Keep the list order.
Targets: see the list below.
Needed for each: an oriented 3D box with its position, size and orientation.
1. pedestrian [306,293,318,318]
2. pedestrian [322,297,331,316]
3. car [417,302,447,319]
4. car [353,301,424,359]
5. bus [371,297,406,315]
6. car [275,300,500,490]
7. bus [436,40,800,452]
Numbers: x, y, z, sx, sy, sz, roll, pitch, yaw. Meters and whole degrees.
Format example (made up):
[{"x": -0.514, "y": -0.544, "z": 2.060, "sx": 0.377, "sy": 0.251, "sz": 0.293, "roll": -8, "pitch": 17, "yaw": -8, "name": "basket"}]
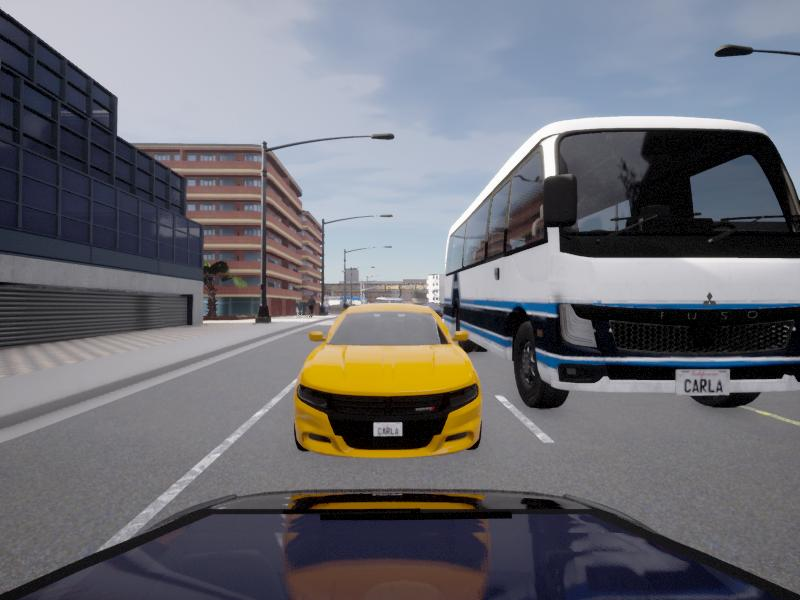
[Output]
[{"x": -6.811, "y": 0.430, "z": 30.907, "sx": 0.751, "sy": 1.860, "sz": 0.751, "roll": 0, "pitch": -1, "yaw": -1, "name": "pedestrian"}, {"x": -7.210, "y": 0.635, "z": 39.521, "sx": 0.751, "sy": 1.860, "sz": 0.751, "roll": 0, "pitch": -1, "yaw": 0, "name": "pedestrian"}, {"x": 2.691, "y": 0.913, "z": 34.748, "sx": 2.033, "sy": 1.411, "sz": 5.357, "roll": 0, "pitch": -1, "yaw": -1, "name": "car"}, {"x": -0.325, "y": 0.768, "z": 12.619, "sx": 1.812, "sy": 1.442, "sz": 4.674, "roll": 0, "pitch": 1, "yaw": -1, "name": "car"}, {"x": -2.806, "y": 1.529, "z": 103.078, "sx": 3.944, "sy": 4.253, "sz": 10.273, "roll": -1, "pitch": -1, "yaw": 32, "name": "bus"}, {"x": -0.158, "y": 0.790, "z": 5.854, "sx": 1.882, "sy": 1.535, "sz": 5.008, "roll": 0, "pitch": 1, "yaw": -1, "name": "car"}, {"x": 3.384, "y": -0.601, "z": 9.306, "sx": 3.944, "sy": 4.253, "sz": 10.273, "roll": 0, "pitch": 1, "yaw": -1, "name": "bus"}]
